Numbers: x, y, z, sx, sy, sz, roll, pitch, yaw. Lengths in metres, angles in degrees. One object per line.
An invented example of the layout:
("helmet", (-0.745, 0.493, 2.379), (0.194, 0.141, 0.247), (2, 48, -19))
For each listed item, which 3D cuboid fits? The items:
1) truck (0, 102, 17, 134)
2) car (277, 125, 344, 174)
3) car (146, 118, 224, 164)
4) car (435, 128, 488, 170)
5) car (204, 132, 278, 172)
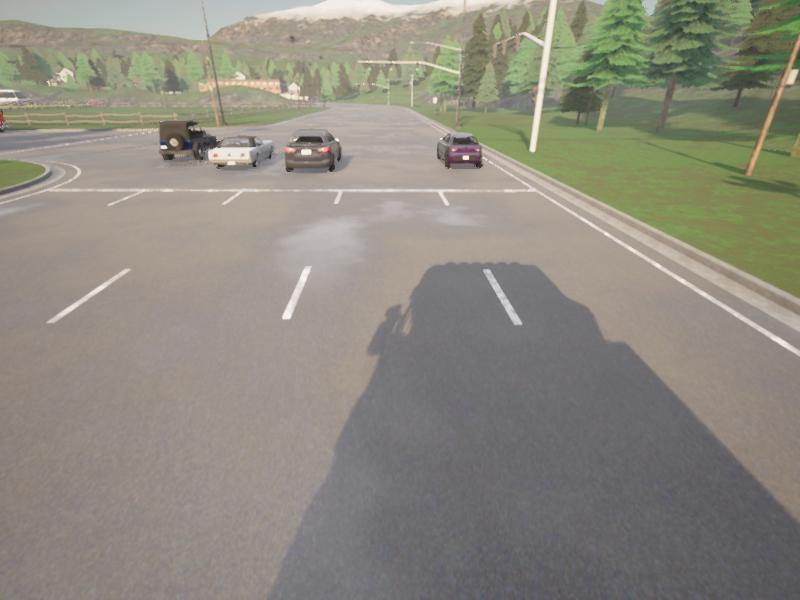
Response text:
("truck", (-37.305, -15.683, 34.517), (5.204, 2.467, 2.627), (-2, 27, -2))
("car", (-4.069, -7.279, 19.061), (2.242, 1.667, 4.611), (-1, 27, -2))
("car", (-11.165, -8.486, 21.151), (1.905, 1.878, 3.866), (-1, 27, -2))
("car", (2.902, -7.583, 19.894), (1.816, 1.474, 4.193), (-1, 27, -2))
("car", (-7.592, -7.369, 19.634), (1.895, 1.301, 4.718), (-1, 27, -2))
